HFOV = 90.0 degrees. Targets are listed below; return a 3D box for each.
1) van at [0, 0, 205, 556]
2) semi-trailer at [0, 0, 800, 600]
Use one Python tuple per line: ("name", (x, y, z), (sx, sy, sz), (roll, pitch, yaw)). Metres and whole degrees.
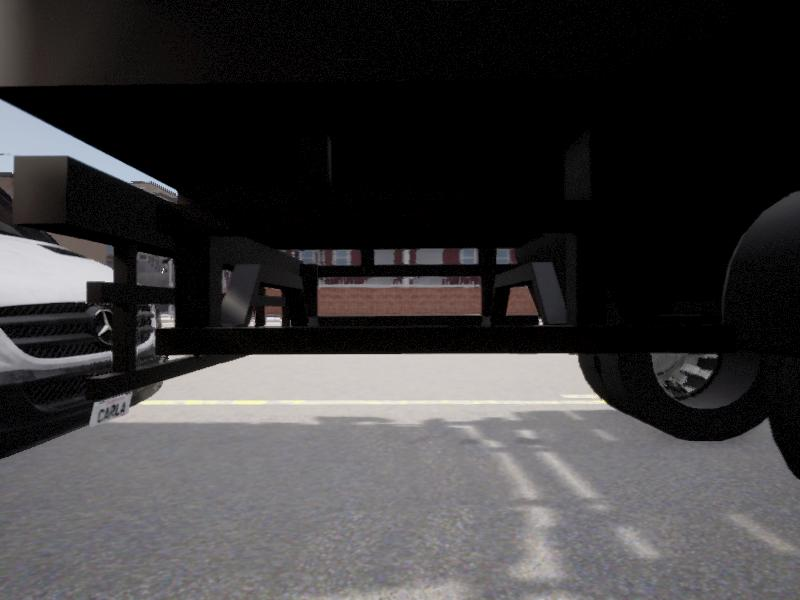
("van", (-4.520, -0.273, 2.207), (5.915, 2.561, 1.988), (0, 0, 0))
("semi-trailer", (5.933, -1.242, 2.195), (14.254, 4.402, 2.717), (0, -1, 1))
